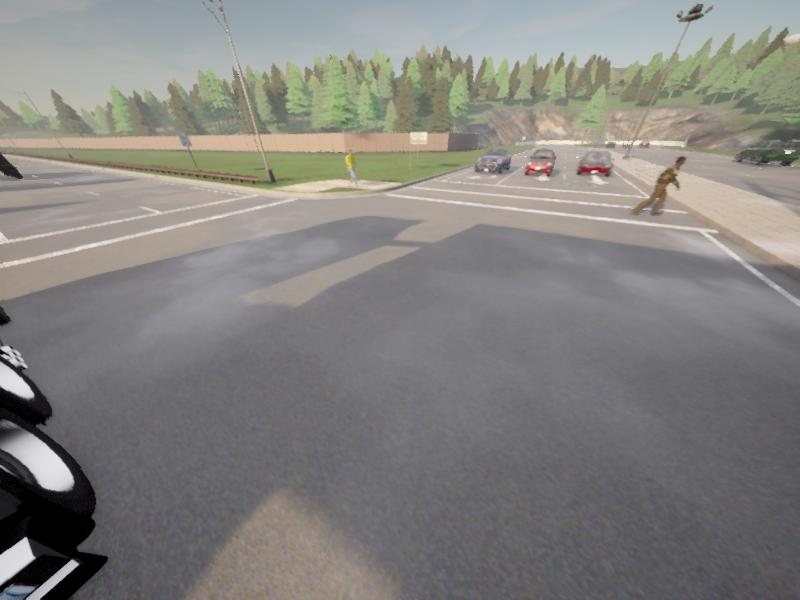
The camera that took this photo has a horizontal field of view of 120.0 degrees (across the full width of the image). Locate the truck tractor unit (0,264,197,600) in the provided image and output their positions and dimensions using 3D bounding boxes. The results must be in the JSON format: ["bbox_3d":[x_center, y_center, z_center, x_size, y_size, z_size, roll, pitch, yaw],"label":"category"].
[{"bbox_3d":[-5.113,-0.298,0.786,6.516,4.208,3.053,18,39,24],"label":"truck tractor unit"}]

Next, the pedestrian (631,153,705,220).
[{"bbox_3d":[8.696,-3.738,7.627,0.751,1.860,0.751,18,39,25],"label":"pedestrian"}]

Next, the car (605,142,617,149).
[{"bbox_3d":[55.558,-40.843,60.881,1.837,1.490,4.892,21,40,28],"label":"car"}]

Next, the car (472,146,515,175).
[{"bbox_3d":[7.748,-11.581,19.010,2.097,1.767,4.553,18,39,25],"label":"car"}]

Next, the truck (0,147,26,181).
[{"bbox_3d":[-31.702,-10.372,17.376,6.274,2.098,2.390,18,39,24],"label":"truck"}]

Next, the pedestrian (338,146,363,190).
[{"bbox_3d":[-2.463,-6.676,11.688,0.751,1.860,0.751,16,38,22],"label":"pedestrian"}]

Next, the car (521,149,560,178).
[{"bbox_3d":[10.698,-10.442,17.510,1.851,1.617,3.988,18,39,25],"label":"car"}]

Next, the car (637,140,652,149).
[{"bbox_3d":[64.146,-40.852,60.565,2.097,1.767,4.553,27,43,34],"label":"car"}]

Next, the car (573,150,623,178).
[{"bbox_3d":[14.846,-10.487,17.646,2.163,1.488,4.792,18,39,25],"label":"car"}]

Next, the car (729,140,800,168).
[{"bbox_3d":[35.935,-14.372,22.539,2.150,2.045,5.566,18,39,24],"label":"car"}]

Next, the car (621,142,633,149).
[{"bbox_3d":[59.552,-40.564,60.616,1.895,1.301,4.718,24,42,31],"label":"car"}]
